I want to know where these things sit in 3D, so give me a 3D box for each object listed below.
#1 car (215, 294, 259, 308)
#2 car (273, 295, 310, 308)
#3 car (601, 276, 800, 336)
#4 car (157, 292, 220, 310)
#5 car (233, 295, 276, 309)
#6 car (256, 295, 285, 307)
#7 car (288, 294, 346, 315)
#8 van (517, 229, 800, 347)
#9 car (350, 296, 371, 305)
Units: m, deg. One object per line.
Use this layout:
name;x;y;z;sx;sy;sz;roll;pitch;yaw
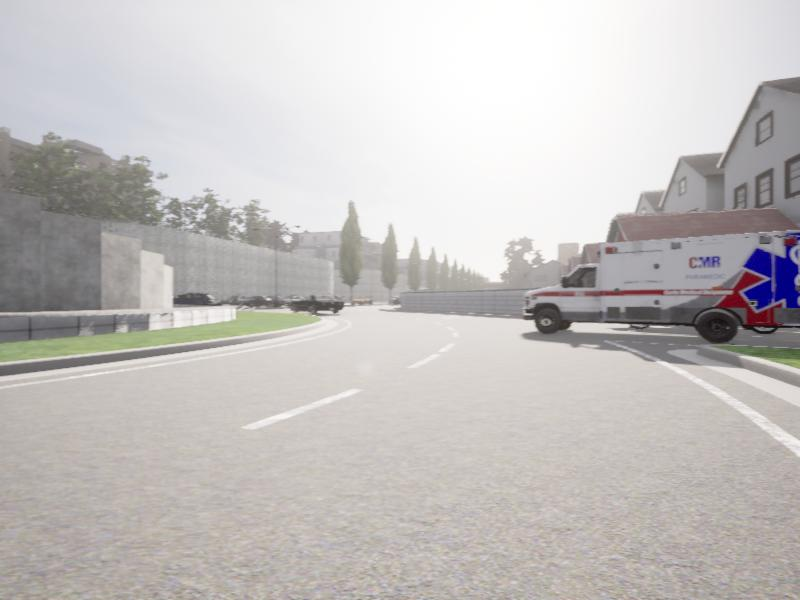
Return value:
car;-18.818;0.141;46.428;2.038;1.542;4.974;0;0;19
car;-13.665;0.134;50.623;2.038;1.542;4.974;0;0;18
car;9.529;0.147;12.947;5.238;1.638;1.930;0;0;32
car;-19.467;0.108;36.942;4.856;1.649;2.033;0;0;5
car;-15.957;0.188;44.152;1.812;1.442;4.674;0;0;20
car;-16.840;0.131;52.184;1.845;1.501;3.633;0;0;18
car;-5.812;0.292;27.587;1.895;1.301;4.718;0;0;-39
van;6.657;-0.242;10.709;6.366;2.431;2.351;0;0;34
car;-6.940;0.053;71.269;1.801;1.575;5.366;0;0;18
